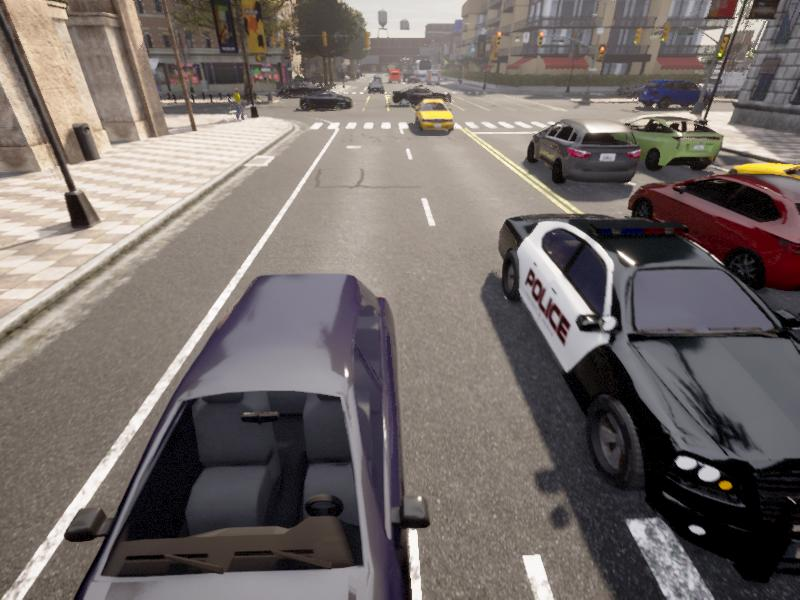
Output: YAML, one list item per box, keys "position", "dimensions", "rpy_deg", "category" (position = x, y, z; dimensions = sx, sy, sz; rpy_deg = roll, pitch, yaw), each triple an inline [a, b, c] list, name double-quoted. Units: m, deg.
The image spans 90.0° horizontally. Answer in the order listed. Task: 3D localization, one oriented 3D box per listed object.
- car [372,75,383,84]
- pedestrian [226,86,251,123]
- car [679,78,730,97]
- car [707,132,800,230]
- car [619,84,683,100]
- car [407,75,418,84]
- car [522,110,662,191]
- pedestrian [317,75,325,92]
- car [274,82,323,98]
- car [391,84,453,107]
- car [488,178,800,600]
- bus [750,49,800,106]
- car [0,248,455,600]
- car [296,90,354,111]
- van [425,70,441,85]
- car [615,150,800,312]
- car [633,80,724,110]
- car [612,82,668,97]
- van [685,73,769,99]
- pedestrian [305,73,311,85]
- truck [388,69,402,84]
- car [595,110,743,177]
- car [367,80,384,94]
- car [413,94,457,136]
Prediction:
- position: [-4.604, -45.282, 82.064]
  dimensions: [2.128, 1.511, 4.902]
  rpy_deg: [-1, 30, -2]
  category: "car"
- position: [-9.427, -11.448, 23.410]
  dimensions: [0.751, 1.860, 0.751]
  rpy_deg: [5, 31, 9]
  category: "pedestrian"
- position: [34.844, -24.410, 45.900]
  dimensions: [3.866, 1.878, 1.905]
  rpy_deg: [-1, 30, -2]
  category: "car"
- position: [9.463, -2.284, 8.345]
  dimensions: [1.801, 1.575, 5.366]
  rpy_deg: [-1, 30, -2]
  category: "car"
- position: [26.741, -22.286, 42.742]
  dimensions: [5.357, 1.411, 2.033]
  rpy_deg: [-1, 30, -2]
  category: "car"
- position: [2.508, -44.010, 79.879]
  dimensions: [1.812, 1.442, 4.674]
  rpy_deg: [-1, 30, -2]
  category: "car"
- position: [5.727, -4.951, 12.821]
  dimensions: [2.242, 1.667, 4.611]
  rpy_deg: [1, 30, 1]
  category: "car"
- position: [-10.153, -27.810, 51.409]
  dimensions: [0.751, 1.860, 0.751]
  rpy_deg: [-4, 31, -7]
  category: "pedestrian"
- position: [-11.234, -23.402, 44.560]
  dimensions: [4.902, 1.511, 2.128]
  rpy_deg: [-1, 30, -2]
  category: "car"
- position: [1.865, -17.898, 35.005]
  dimensions: [5.238, 1.638, 1.930]
  rpy_deg: [-1, 30, -2]
  category: "car"
- position: [2.611, 0.064, 4.380]
  dimensions: [2.038, 1.542, 4.974]
  rpy_deg: [-1, 30, -2]
  category: "car"
- position: [38.619, -19.762, 35.585]
  dimensions: [10.273, 4.253, 3.944]
  rpy_deg: [-1, 30, -2]
  category: "bus"
- position: [-0.789, 1.059, 2.703]
  dimensions: [1.845, 1.501, 3.633]
  rpy_deg: [-1, 30, -2]
  category: "car"
- position: [-5.877, -15.867, 31.808]
  dimensions: [4.181, 1.385, 1.994]
  rpy_deg: [-1, 30, -2]
  category: "car"
- position: [6.194, -42.251, 75.885]
  dimensions: [2.351, 2.431, 6.366]
  rpy_deg: [-1, 30, -2]
  category: "van"
- position: [6.011, -1.538, 7.175]
  dimensions: [1.816, 1.474, 4.193]
  rpy_deg: [-1, 30, -2]
  category: "car"
- position: [22.507, -16.704, 32.537]
  dimensions: [5.566, 2.045, 2.150]
  rpy_deg: [-2, 30, -4]
  category: "car"
- position: [27.348, -24.103, 45.764]
  dimensions: [4.792, 1.488, 2.163]
  rpy_deg: [-1, 30, -2]
  category: "car"
- position: [34.788, -22.883, 42.734]
  dimensions: [6.366, 2.431, 2.351]
  rpy_deg: [-1, 30, -2]
  category: "van"
- position: [-15.984, -38.444, 69.609]
  dimensions: [0.751, 1.860, 0.751]
  rpy_deg: [0, 30, -1]
  category: "pedestrian"
- position: [-1.076, -45.426, 81.286]
  dimensions: [2.627, 2.467, 5.204]
  rpy_deg: [-1, 30, -2]
  category: "truck"
- position: [9.178, -5.723, 14.283]
  dimensions: [2.007, 1.525, 4.514]
  rpy_deg: [-1, 30, -2]
  category: "car"
- position: [-3.152, -27.716, 52.058]
  dimensions: [1.994, 1.385, 4.181]
  rpy_deg: [-1, 30, -2]
  category: "car"
- position: [1.805, -10.348, 22.146]
  dimensions: [1.801, 1.575, 5.366]
  rpy_deg: [-1, 30, -2]
  category: "car"
